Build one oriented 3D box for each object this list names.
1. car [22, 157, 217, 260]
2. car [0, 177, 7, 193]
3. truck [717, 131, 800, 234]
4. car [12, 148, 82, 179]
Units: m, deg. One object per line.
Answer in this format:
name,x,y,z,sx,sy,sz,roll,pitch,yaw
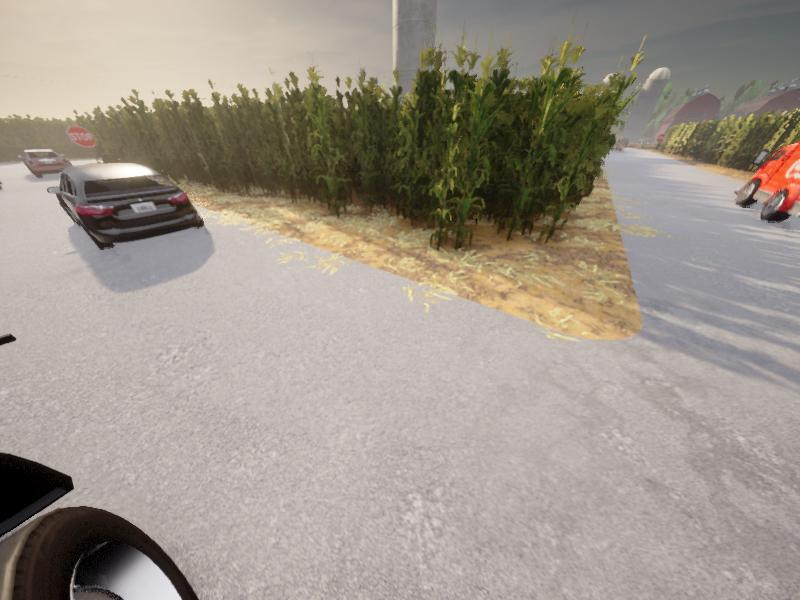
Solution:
car,-7.803,-2.876,6.482,4.611,1.667,2.242,22,41,28
car,-21.488,-6.092,11.261,4.718,1.301,1.895,22,41,28
truck,13.835,-3.837,7.320,2.627,2.467,5.204,22,41,28
car,-24.070,-9.389,15.761,3.806,1.475,1.970,22,41,28
